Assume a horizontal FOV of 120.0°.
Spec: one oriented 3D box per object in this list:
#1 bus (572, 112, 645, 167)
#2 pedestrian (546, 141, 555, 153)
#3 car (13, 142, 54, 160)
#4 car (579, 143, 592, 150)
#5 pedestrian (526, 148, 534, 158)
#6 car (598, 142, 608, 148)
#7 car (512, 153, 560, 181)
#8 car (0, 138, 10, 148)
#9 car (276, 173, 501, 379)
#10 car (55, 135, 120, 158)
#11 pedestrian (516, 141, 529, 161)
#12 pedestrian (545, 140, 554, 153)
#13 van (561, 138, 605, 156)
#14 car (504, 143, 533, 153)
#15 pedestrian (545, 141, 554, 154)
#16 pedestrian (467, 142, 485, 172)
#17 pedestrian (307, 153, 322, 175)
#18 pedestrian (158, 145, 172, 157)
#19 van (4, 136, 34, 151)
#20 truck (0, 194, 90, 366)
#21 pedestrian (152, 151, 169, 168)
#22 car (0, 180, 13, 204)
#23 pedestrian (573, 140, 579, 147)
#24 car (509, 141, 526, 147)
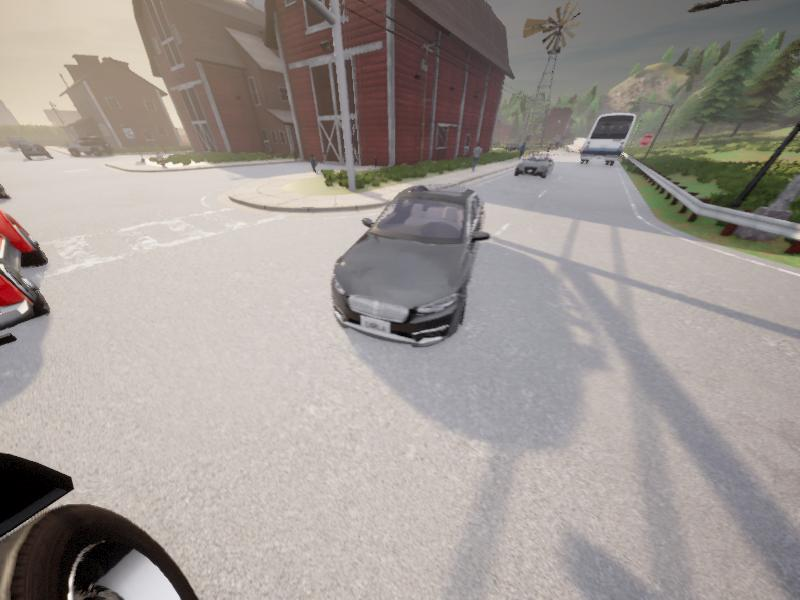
[{"bbox_3d":[23.106,-17.947,26.051,3.944,4.253,10.273,23,41,29],"label":"bus"},{"bbox_3d":[28.799,-29.299,44.303,0.751,1.860,0.751,26,42,31],"label":"pedestrian"},{"bbox_3d":[-40.174,-16.399,25.329,3.705,1.549,1.789,22,40,28],"label":"car"},{"bbox_3d":[46.969,-38.848,58.460,1.837,1.490,4.892,23,41,29],"label":"car"},{"bbox_3d":[16.856,-19.055,29.982,0.500,1.100,0.500,22,41,28],"label":"pedestrian"},{"bbox_3d":[65.792,-50.189,74.822,1.837,1.490,4.892,23,41,29],"label":"car"},{"bbox_3d":[9.858,-9.689,16.651,1.994,1.385,4.181,23,41,29],"label":"car"},{"bbox_3d":[-82.712,-31.205,45.836,5.238,1.638,1.930,-11,37,-15],"label":"car"},{"bbox_3d":[0.571,-1.241,4.390,2.128,1.511,4.902,12,37,16],"label":"car"},{"bbox_3d":[-37.047,-18.309,27.540,3.866,1.878,1.905,-5,41,-5],"label":"car"},{"bbox_3d":[13.995,-17.064,26.456,0.751,1.860,0.751,23,41,28],"label":"pedestrian"},{"bbox_3d":[26.634,-27.252,41.100,0.751,1.860,0.751,19,39,25],"label":"pedestrian"},{"bbox_3d":[34.377,-29.128,43.776,2.351,2.431,6.366,-1,36,-9],"label":"van"},{"bbox_3d":[24.539,-31.596,47.886,4.792,1.488,2.163,22,41,28],"label":"car"},{"bbox_3d":[24.871,-25.390,38.430,0.751,1.860,0.751,16,38,20],"label":"pedestrian"},{"bbox_3d":[5.663,-10.653,17.235,0.751,1.860,0.751,17,38,22],"label":"pedestrian"},{"bbox_3d":[-5.370,-8.533,14.489,0.500,1.100,0.500,9,36,12],"label":"pedestrian"},{"bbox_3d":[-25.352,-16.095,24.940,0.500,1.100,0.500,10,36,13],"label":"pedestrian"},{"bbox_3d":[-63.441,-26.094,38.461,4.442,1.987,1.775,22,40,28],"label":"van"},{"bbox_3d":[-7.200,-0.821,2.833,5.204,2.467,2.627,22,41,28],"label":"truck"},{"bbox_3d":[-18.488,-10.866,17.848,0.500,1.100,0.500,-26,43,-33],"label":"pedestrian"},{"bbox_3d":[-17.772,-4.695,9.152,4.181,1.385,1.994,22,40,28],"label":"car"},{"bbox_3d":[60.078,-53.412,78.714,0.751,1.860,0.751,-25,42,-31],"label":"pedestrian"},{"bbox_3d":[41.282,-54.939,81.288,4.792,1.488,2.163,23,41,28],"label":"car"}]
